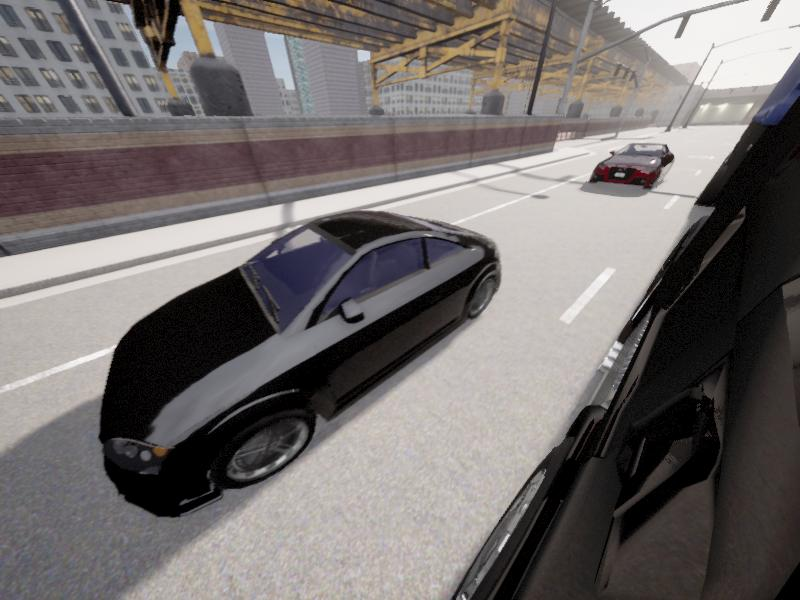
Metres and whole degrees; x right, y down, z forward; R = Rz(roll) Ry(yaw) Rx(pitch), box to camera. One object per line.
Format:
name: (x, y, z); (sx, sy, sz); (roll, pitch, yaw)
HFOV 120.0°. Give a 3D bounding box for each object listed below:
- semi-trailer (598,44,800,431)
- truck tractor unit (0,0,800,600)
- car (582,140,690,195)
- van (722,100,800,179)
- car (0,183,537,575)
semi-trailer: (8.703, -3.574, 4.264); (14.254, 4.402, 2.717); (-28, 44, -30)
truck tractor unit: (2.645, -0.295, 0.352); (6.516, 4.208, 3.053); (-28, 44, -30)
car: (9.646, -5.576, 9.439); (4.181, 1.385, 1.994); (-28, 44, -30)
van: (17.875, -7.663, 10.856); (5.915, 2.561, 1.988); (-28, 44, -30)
car: (-0.614, -0.149, 2.683); (4.181, 1.385, 1.994); (-28, 44, -30)
